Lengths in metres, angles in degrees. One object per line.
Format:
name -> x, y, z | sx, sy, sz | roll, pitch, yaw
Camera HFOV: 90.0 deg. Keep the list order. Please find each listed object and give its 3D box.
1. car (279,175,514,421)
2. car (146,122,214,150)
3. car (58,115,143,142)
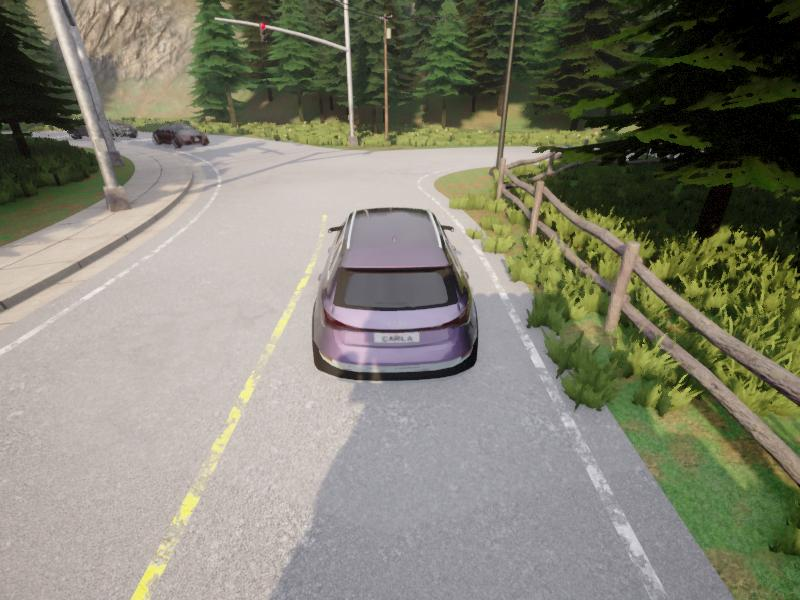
car -> -0.115, -0.592, 5.996 | 2.033, 1.649, 4.856 | -1, 27, -2
car -> -14.359, -10.763, 26.099 | 4.181, 1.385, 1.994 | 18, 32, 31
car -> -22.332, -12.880, 29.948 | 5.027, 1.651, 2.152 | 8, 28, 15
